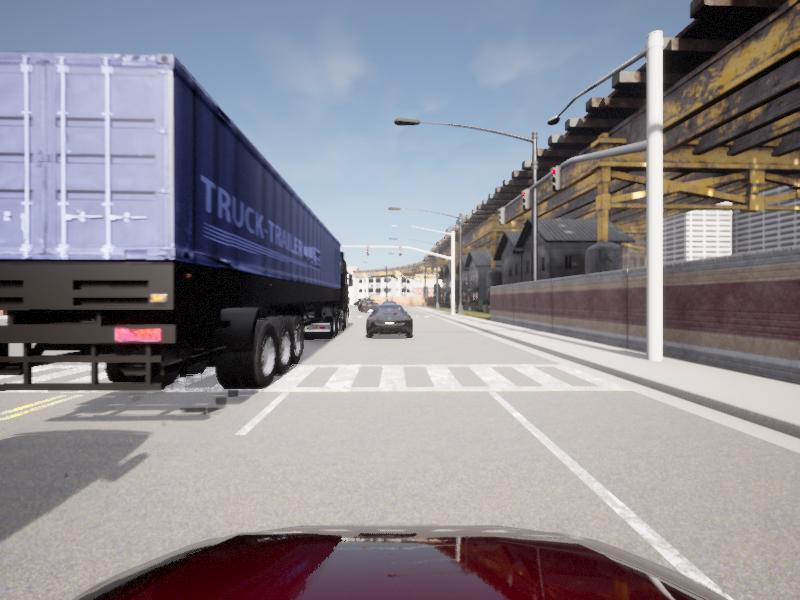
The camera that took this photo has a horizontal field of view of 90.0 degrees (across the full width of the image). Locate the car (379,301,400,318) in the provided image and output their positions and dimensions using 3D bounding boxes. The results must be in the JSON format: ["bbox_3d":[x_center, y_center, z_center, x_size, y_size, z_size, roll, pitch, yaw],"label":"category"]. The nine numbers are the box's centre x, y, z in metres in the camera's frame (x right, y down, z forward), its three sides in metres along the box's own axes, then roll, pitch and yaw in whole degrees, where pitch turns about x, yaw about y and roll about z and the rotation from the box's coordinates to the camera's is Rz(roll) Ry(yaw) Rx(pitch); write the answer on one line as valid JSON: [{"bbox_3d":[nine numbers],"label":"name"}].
[{"bbox_3d":[-0.970,0.868,37.511,1.812,1.442,4.674,0,0,-1],"label":"car"}]

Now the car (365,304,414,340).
[{"bbox_3d":[-0.476,0.907,18.292,1.994,1.385,4.181,0,0,-2],"label":"car"}]

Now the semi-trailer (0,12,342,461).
[{"bbox_3d":[-3.768,-0.620,11.059,2.717,4.402,14.254,0,0,-2],"label":"semi-trailer"}]

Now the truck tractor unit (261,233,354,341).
[{"bbox_3d":[-4.002,-0.525,18.970,3.053,4.208,6.516,0,0,-2],"label":"truck tractor unit"}]

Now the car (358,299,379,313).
[{"bbox_3d":[-4.174,0.755,52.189,2.242,1.667,4.611,0,0,-11],"label":"car"}]
